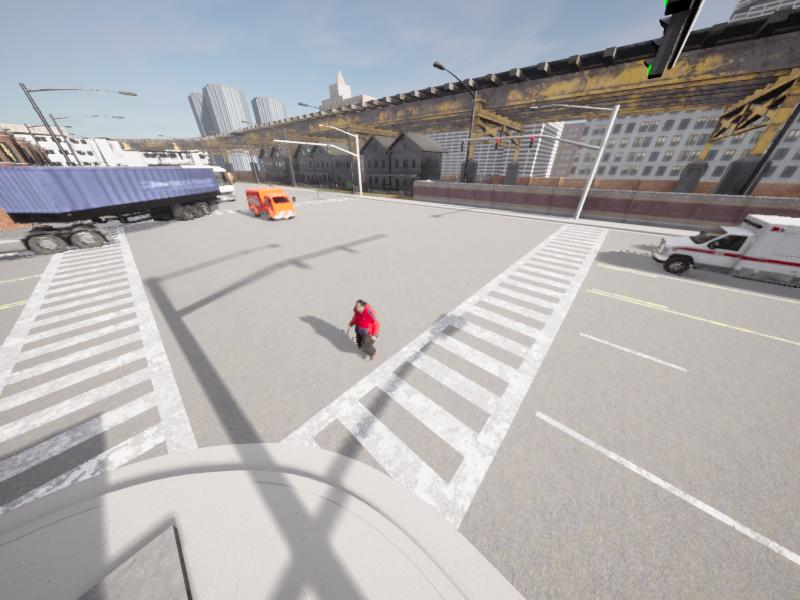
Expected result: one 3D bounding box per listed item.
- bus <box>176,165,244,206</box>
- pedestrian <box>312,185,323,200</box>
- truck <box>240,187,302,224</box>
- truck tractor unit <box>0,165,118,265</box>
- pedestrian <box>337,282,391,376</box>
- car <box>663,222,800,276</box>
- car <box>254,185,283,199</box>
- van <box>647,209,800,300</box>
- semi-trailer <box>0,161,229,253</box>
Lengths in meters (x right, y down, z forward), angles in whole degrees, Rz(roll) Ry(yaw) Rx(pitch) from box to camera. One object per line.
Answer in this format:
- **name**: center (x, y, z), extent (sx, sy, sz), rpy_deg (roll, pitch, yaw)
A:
- **bus**: center (-25.988, -15.867, 31.523), extent (10.273, 4.253, 3.944), rpy_deg (25, 38, 35)
- **pedestrian**: center (-11.581, -15.050, 32.462), extent (0.751, 1.860, 0.751), rpy_deg (7, 31, 12)
- **truck**: center (-11.645, -8.675, 20.871), extent (5.204, 2.467, 2.627), rpy_deg (23, 37, 35)
- **truck tractor unit**: center (-20.241, -4.291, 11.512), extent (3.053, 4.208, 6.516), rpy_deg (22, 36, 33)
- **pedestrian**: center (-0.765, 0.656, 5.257), extent (0.751, 1.860, 0.751), rpy_deg (22, 37, 34)
- **car**: center (17.095, -2.530, 11.291), extent (5.357, 1.411, 2.033), rpy_deg (24, 38, 35)
- **car**: center (-20.404, -16.809, 35.776), extent (5.238, 1.638, 1.930), rpy_deg (24, 38, 36)
- **van**: center (14.553, -1.757, 8.917), extent (6.366, 2.431, 2.351), rpy_deg (24, 37, 35)
- **semi-trailer**: center (-19.479, -8.118, 17.925), extent (2.717, 4.402, 14.254), rpy_deg (-1, 30, -4)
